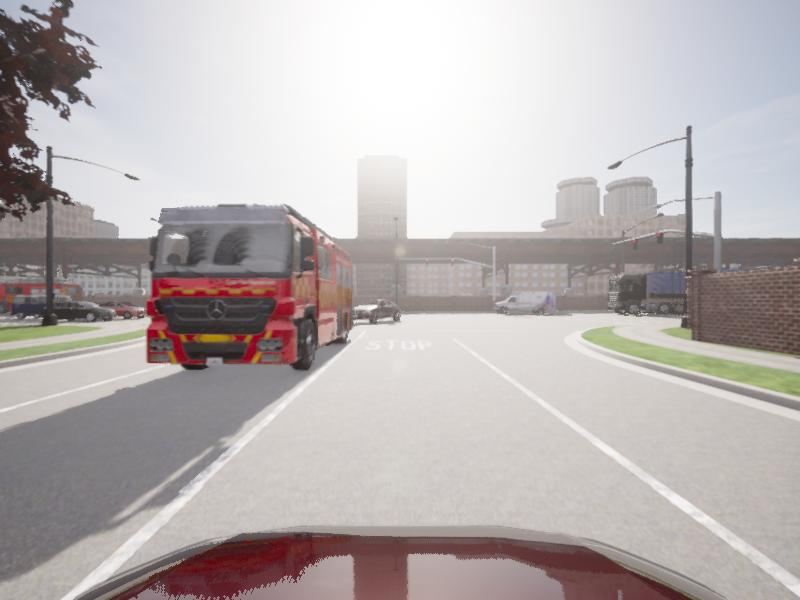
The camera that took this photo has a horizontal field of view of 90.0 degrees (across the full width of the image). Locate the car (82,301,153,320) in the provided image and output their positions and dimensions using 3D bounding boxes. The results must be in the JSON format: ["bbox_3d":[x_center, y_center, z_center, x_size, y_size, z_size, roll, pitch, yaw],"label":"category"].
[{"bbox_3d":[-23.387,0.820,33.186,4.514,1.525,2.007,0,0,2],"label":"car"}]

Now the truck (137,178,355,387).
[{"bbox_3d":[-3.336,-0.325,11.622,2.891,3.827,8.468,0,0,1],"label":"truck"}]

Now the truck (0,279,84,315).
[{"bbox_3d":[-40.181,-0.333,44.136,8.468,3.827,2.891,0,0,1],"label":"truck"}]

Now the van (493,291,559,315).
[{"bbox_3d":[13.324,0.317,42.720,6.366,2.431,2.351,0,0,2],"label":"van"}]

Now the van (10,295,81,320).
[{"bbox_3d":[-29.481,0.587,33.346,4.442,1.987,1.775,0,0,2],"label":"van"}]

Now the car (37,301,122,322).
[{"bbox_3d":[-23.708,0.837,29.691,4.892,1.490,1.837,0,0,1],"label":"car"}]

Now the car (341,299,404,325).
[{"bbox_3d":[-1.796,0.758,27.964,2.152,1.651,5.027,0,0,26],"label":"car"}]

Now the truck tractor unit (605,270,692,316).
[{"bbox_3d":[23.954,-0.671,38.875,6.516,4.208,3.053,0,0,2],"label":"truck tractor unit"}]

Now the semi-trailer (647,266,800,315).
[{"bbox_3d":[31.858,-0.865,38.498,14.254,4.402,2.717,-1,0,3],"label":"semi-trailer"}]
